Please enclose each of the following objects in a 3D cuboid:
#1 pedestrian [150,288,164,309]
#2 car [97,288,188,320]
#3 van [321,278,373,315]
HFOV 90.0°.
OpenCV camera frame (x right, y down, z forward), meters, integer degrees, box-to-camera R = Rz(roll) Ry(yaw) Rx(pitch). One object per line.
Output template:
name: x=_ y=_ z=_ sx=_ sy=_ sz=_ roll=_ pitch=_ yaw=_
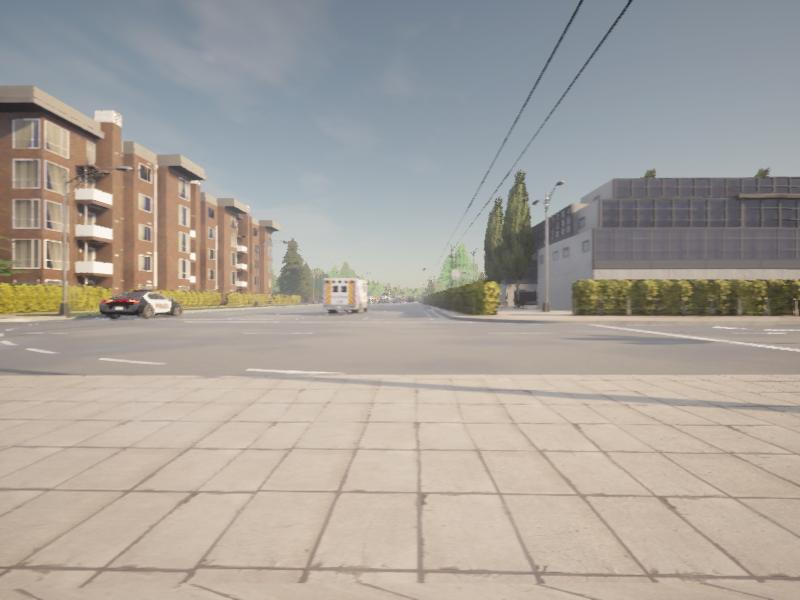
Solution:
pedestrian: x=-21.686 y=-0.122 z=35.671 sx=0.751 sy=1.860 sz=0.751 roll=0 pitch=0 yaw=3
car: x=-13.862 y=0.220 z=21.954 sx=2.038 sy=1.542 sz=4.974 roll=0 pitch=0 yaw=-4
van: x=-3.733 y=-0.225 z=29.767 sx=2.351 sy=2.431 sz=6.366 roll=0 pitch=0 yaw=6
